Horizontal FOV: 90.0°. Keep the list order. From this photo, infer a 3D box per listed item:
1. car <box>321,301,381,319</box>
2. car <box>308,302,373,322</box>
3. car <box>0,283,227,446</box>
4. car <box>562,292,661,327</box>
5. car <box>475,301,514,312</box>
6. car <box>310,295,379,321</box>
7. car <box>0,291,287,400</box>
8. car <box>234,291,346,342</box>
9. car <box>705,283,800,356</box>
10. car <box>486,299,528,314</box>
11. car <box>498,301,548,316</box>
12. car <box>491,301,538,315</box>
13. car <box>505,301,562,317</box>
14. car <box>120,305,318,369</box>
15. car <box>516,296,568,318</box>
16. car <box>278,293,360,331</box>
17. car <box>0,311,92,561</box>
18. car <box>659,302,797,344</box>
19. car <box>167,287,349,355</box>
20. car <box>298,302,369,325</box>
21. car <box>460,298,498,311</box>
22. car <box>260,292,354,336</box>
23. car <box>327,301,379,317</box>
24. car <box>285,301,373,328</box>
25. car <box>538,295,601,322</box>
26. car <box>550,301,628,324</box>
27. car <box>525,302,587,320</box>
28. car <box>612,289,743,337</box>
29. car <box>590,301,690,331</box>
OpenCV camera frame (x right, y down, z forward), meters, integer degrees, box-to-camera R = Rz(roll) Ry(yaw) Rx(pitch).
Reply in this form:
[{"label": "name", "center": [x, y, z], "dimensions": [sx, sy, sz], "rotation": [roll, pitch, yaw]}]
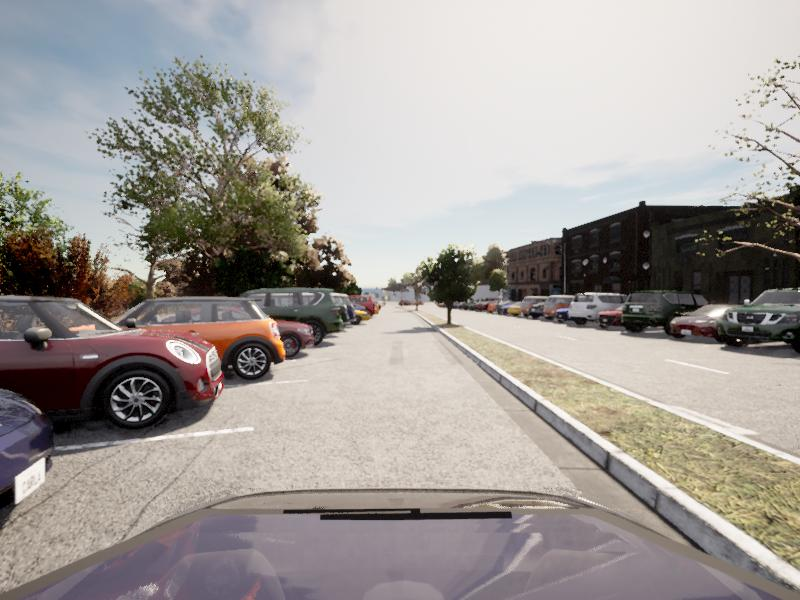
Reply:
[{"label": "car", "center": [-4.683, 0.908, 38.129], "dimensions": [5.366, 1.575, 1.946], "rotation": [-1, 0, -20]}, {"label": "car", "center": [-4.811, 0.929, 32.127], "dimensions": [4.792, 1.488, 2.163], "rotation": [-1, 0, -20]}, {"label": "car", "center": [-4.856, 0.717, 5.317], "dimensions": [4.553, 1.767, 2.185], "rotation": [-1, 0, -20]}, {"label": "car", "center": [13.390, 0.612, 25.344], "dimensions": [5.566, 2.045, 2.435], "rotation": [1, 0, -20]}, {"label": "car", "center": [13.080, 0.917, 55.478], "dimensions": [5.008, 1.535, 2.097], "rotation": [1, 0, -22]}, {"label": "car", "center": [-4.871, 0.655, 35.076], "dimensions": [5.566, 2.045, 2.435], "rotation": [-1, 0, -20]}, {"label": "car", "center": [-4.793, 0.723, 8.308], "dimensions": [4.553, 1.767, 2.185], "rotation": [-1, 0, -20]}, {"label": "car", "center": [-4.718, 0.641, 17.273], "dimensions": [4.442, 1.987, 1.878], "rotation": [-1, 0, -20]}, {"label": "car", "center": [13.339, 0.587, 13.295], "dimensions": [5.566, 2.045, 2.435], "rotation": [1, 0, -20]}, {"label": "car", "center": [13.209, 0.781, 49.432], "dimensions": [4.553, 1.767, 2.185], "rotation": [1, 0, -21]}, {"label": "car", "center": [13.326, 0.897, 43.394], "dimensions": [5.008, 1.535, 2.097], "rotation": [1, 0, -21]}, {"label": "car", "center": [13.269, 0.903, 46.413], "dimensions": [4.892, 1.521, 2.231], "rotation": [1, 0, -21]}, {"label": "car", "center": [13.511, 0.891, 40.452], "dimensions": [5.366, 1.575, 1.946], "rotation": [1, 0, -20]}, {"label": "car", "center": [-4.825, 0.895, 11.280], "dimensions": [4.674, 1.452, 2.002], "rotation": [-1, 0, -20]}, {"label": "car", "center": [13.247, 0.659, 37.324], "dimensions": [4.442, 1.987, 1.878], "rotation": [1, 0, -20]}, {"label": "car", "center": [-4.725, 0.653, 23.229], "dimensions": [4.442, 1.987, 1.878], "rotation": [-1, 0, -20]}, {"label": "car", "center": [-4.801, 0.864, 1.947], "dimensions": [4.792, 1.488, 2.163], "rotation": [-1, 0, -20]}, {"label": "car", "center": [13.334, 0.874, 16.302], "dimensions": [4.792, 1.488, 2.163], "rotation": [1, 0, -20]}, {"label": "car", "center": [-4.853, 0.610, 14.242], "dimensions": [5.566, 2.045, 2.435], "rotation": [-1, 0, -20]}, {"label": "car", "center": [-4.860, 0.923, 29.123], "dimensions": [4.792, 1.488, 2.163], "rotation": [-1, 0, -20]}, {"label": "car", "center": [12.711, 0.681, 64.517], "dimensions": [5.566, 2.045, 2.435], "rotation": [1, 0, -23]}, {"label": "car", "center": [-4.722, 0.647, 20.250], "dimensions": [4.442, 1.987, 1.878], "rotation": [-1, 0, -20]}, {"label": "car", "center": [-4.870, 0.921, 41.029], "dimensions": [4.892, 1.521, 2.231], "rotation": [-1, 0, -20]}, {"label": "car", "center": [-4.657, 0.882, 26.227], "dimensions": [5.366, 1.575, 1.946], "rotation": [-1, 0, -20]}, {"label": "car", "center": [13.257, 0.647, 31.299], "dimensions": [4.442, 1.987, 1.878], "rotation": [1, 0, -20]}, {"label": "car", "center": [13.366, 0.868, 28.335], "dimensions": [5.008, 1.535, 2.097], "rotation": [1, 0, -20]}, {"label": "car", "center": [13.386, 0.910, 34.368], "dimensions": [4.792, 1.488, 2.163], "rotation": [1, 0, -20]}, {"label": "car", "center": [13.389, 0.600, 19.336], "dimensions": [5.566, 2.045, 2.435], "rotation": [1, 0, -20]}, {"label": "car", "center": [13.365, 0.856, 22.325], "dimensions": [5.008, 1.535, 2.097], "rotation": [1, 0, -20]}]
